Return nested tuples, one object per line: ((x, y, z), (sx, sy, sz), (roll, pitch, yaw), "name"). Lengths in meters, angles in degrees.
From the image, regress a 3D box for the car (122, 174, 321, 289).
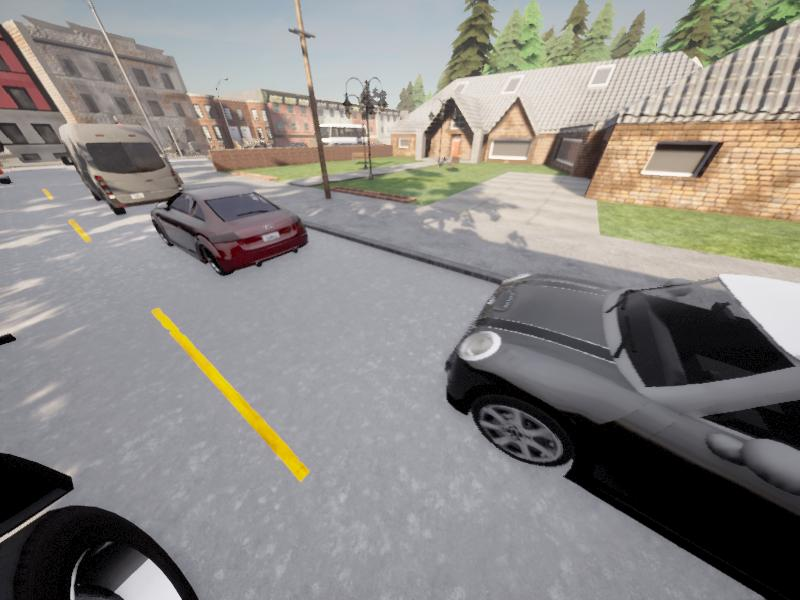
((-4.174, -1.938, 5.457), (4.181, 1.385, 1.994), (22, 41, 28), "car")

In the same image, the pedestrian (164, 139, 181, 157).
((-28.420, -18.972, 28.849), (0.751, 1.860, 0.751), (28, 44, 33), "pedestrian")

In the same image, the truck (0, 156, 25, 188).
((-23.811, -7.522, 12.300), (5.204, 2.467, 2.627), (19, 39, 24), "truck")

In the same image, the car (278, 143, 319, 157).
((-14.323, -21.500, 33.034), (1.882, 1.535, 5.008), (22, 41, 28), "car")

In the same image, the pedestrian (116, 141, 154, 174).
((-17.961, -9.688, 15.714), (0.751, 1.860, 0.751), (-8, 36, -11), "pedestrian")

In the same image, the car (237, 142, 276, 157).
((-19.887, -21.005, 32.236), (1.851, 1.617, 3.988), (22, 41, 28), "car")

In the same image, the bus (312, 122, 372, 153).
((-10.218, -29.827, 42.533), (3.944, 4.253, 10.273), (22, 41, 28), "bus")

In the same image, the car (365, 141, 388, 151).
((-4.963, -33.134, 49.583), (1.801, 1.575, 5.366), (22, 41, 28), "car")

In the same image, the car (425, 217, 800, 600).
((2.378, 0.689, 1.674), (3.806, 1.475, 1.970), (22, 41, 28), "car")

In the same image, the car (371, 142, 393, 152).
((-3.525, -30.255, 45.623), (1.812, 1.442, 4.674), (22, 40, 28), "car")

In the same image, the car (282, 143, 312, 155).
((-16.222, -23.954, 36.515), (1.845, 1.501, 3.633), (22, 41, 28), "car")

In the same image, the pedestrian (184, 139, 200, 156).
((-27.441, -20.112, 30.474), (0.751, 1.860, 0.751), (28, 44, 34), "pedestrian")

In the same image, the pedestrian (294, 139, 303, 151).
((-19.022, -29.038, 43.294), (0.751, 1.860, 0.751), (16, 38, 21), "pedestrian")

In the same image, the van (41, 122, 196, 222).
((-10.750, -5.049, 8.818), (5.915, 2.561, 1.988), (23, 41, 29), "van")
